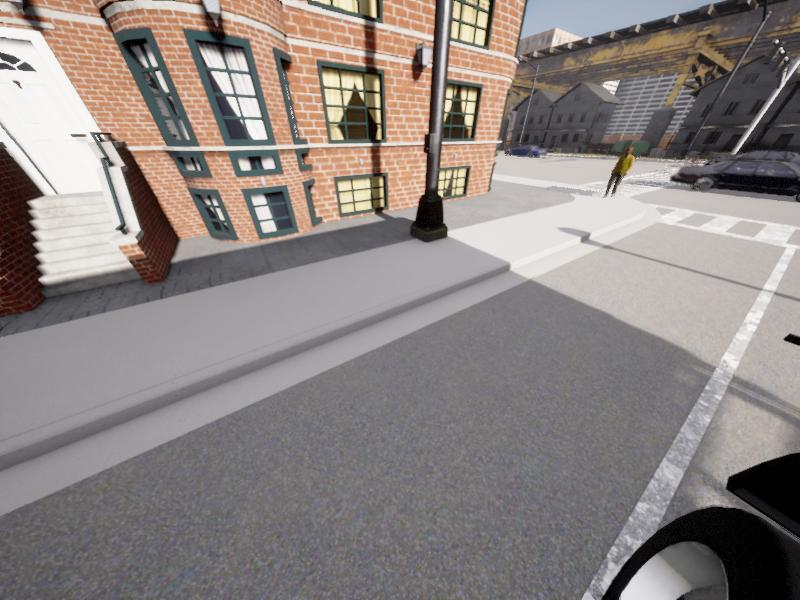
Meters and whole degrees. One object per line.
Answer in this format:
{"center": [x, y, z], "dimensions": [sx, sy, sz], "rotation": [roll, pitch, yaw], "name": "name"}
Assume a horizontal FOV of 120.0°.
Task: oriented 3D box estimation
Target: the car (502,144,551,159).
{"center": [16.853, -20.039, 31.025], "dimensions": [2.033, 1.411, 5.357], "rotation": [-20, 40, -26], "name": "car"}

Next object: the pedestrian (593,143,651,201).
{"center": [8.585, -4.985, 9.014], "dimensions": [0.751, 1.860, 0.751], "rotation": [-17, 38, -22], "name": "pedestrian"}

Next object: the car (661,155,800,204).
{"center": [16.117, -5.518, 10.421], "dimensions": [2.033, 1.411, 5.357], "rotation": [-20, 40, -26], "name": "car"}

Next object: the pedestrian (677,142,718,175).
{"center": [20.332, -9.675, 15.844], "dimensions": [0.751, 1.860, 0.751], "rotation": [-9, 36, -13], "name": "pedestrian"}

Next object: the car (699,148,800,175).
{"center": [27.239, -10.525, 17.447], "dimensions": [2.033, 1.411, 5.357], "rotation": [-20, 40, -26], "name": "car"}
